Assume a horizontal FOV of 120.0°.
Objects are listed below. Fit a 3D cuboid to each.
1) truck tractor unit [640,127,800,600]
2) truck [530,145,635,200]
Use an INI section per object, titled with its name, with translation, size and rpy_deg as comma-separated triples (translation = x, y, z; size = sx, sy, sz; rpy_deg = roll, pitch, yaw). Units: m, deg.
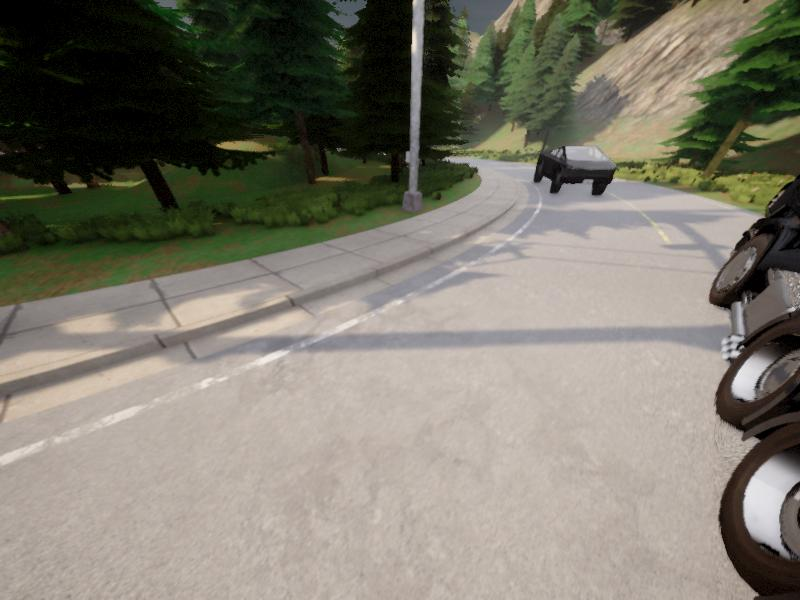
[truck tractor unit]
translation = 4.858, -0.497, 1.066
size = 6.516, 4.208, 3.053
rpy_deg = -28, 43, -34
[truck]
translation = 9.626, -7.538, 13.156
size = 2.390, 2.098, 6.274
rpy_deg = 8, 35, 12
